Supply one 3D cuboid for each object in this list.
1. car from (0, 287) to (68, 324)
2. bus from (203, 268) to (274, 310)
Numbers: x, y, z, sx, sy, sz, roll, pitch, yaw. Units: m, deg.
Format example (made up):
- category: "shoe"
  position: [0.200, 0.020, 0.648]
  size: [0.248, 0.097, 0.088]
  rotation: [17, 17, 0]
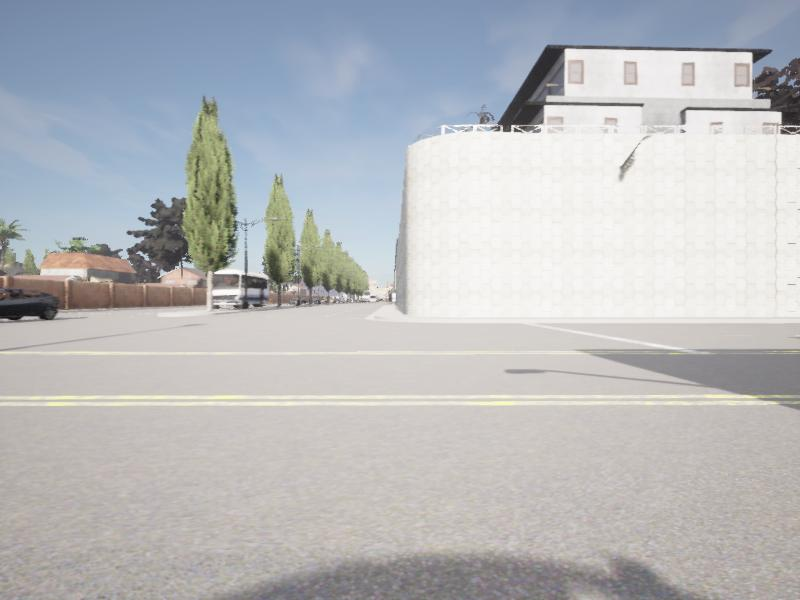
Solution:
- category: "car"
  position: [-17.547, 0.225, 17.630]
  size: [2.007, 1.525, 4.514]
  rotation: [0, 0, 1]
- category: "bus"
  position: [-17.794, -1.138, 45.234]
  size: [3.944, 4.253, 10.273]
  rotation: [0, 0, -1]
